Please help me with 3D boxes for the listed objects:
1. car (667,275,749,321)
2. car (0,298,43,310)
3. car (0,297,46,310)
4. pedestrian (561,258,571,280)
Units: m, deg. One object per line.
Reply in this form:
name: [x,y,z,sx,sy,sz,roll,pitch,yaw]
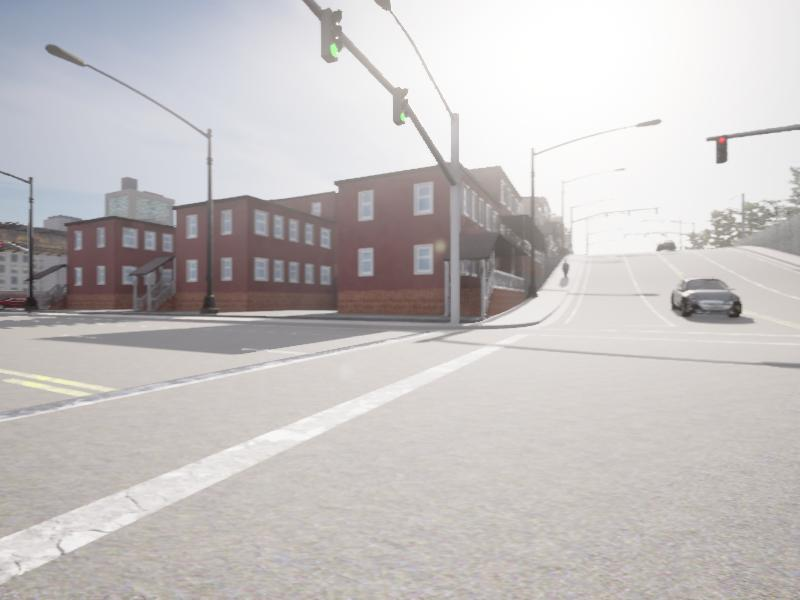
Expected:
car: [13.588,-0.211,17.978,2.033,1.649,4.856,0,5,27]
car: [-48.138,0.436,50.187,1.812,1.442,4.674,0,0,27]
car: [-45.596,0.381,47.428,1.882,1.535,5.008,0,0,26]
pedestrian: [14.470,-2.722,34.941,0.751,1.860,0.751,0,0,26]
